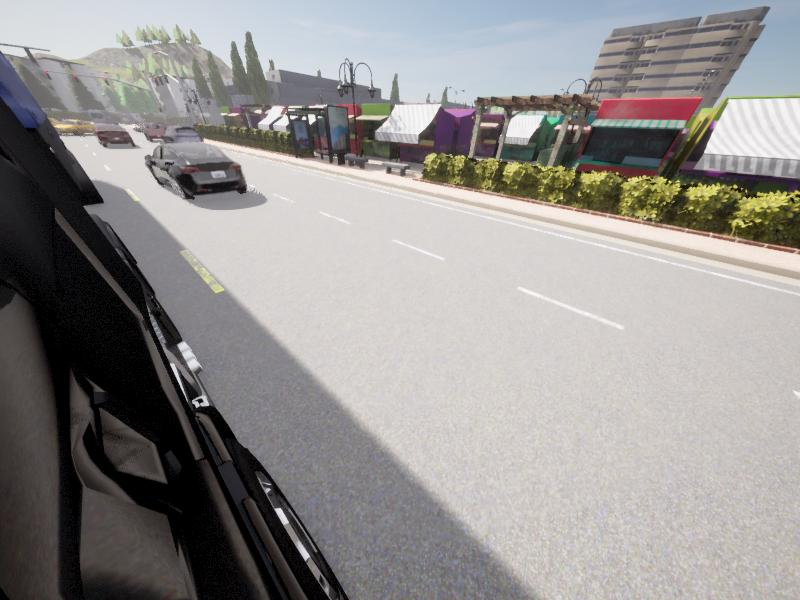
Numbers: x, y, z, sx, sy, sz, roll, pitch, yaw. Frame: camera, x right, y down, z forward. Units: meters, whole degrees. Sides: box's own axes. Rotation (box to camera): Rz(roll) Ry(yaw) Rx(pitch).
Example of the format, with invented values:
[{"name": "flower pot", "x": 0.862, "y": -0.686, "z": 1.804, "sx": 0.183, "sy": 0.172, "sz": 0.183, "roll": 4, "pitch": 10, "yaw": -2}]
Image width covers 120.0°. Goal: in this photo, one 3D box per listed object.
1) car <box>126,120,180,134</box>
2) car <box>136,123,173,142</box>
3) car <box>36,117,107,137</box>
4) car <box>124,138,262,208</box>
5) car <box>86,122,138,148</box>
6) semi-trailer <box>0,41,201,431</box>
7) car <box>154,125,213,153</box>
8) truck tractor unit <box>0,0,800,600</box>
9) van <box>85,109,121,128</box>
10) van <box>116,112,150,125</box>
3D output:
[{"name": "car", "x": -36.369, "y": -25.524, "z": 34.196, "sx": 2.163, "sy": 1.488, "sz": 4.792, "roll": 19, "pitch": 40, "yaw": 20}, {"name": "car", "x": -25.603, "y": -17.493, "z": 24.111, "sx": 3.633, "sy": 1.501, "sz": 1.845, "roll": 31, "pitch": 45, "yaw": 33}, {"name": "car", "x": -36.803, "y": -19.595, "z": 26.164, "sx": 1.801, "sy": 1.575, "sz": 5.366, "roll": -7, "pitch": 38, "yaw": -13}, {"name": "car", "x": -7.500, "y": -4.822, "z": 8.373, "sx": 4.792, "sy": 1.488, "sz": 2.163, "roll": 27, "pitch": 43, "yaw": 29}, {"name": "car", "x": -24.004, "y": -13.767, "z": 19.228, "sx": 5.008, "sy": 1.535, "sz": 1.882, "roll": 29, "pitch": 44, "yaw": 30}, {"name": "semi-trailer", "x": -8.682, "y": -3.619, "z": 4.239, "sx": 14.254, "sy": 4.402, "sz": 2.717, "roll": 28, "pitch": 44, "yaw": 30}, {"name": "car", "x": -17.312, "y": -12.907, "z": 18.422, "sx": 4.856, "sy": 1.649, "sz": 2.033, "roll": 28, "pitch": 44, "yaw": 31}, {"name": "truck tractor unit", "x": -2.645, "y": -0.295, "z": 0.352, "sx": 6.516, "sy": 4.208, "sz": 3.053, "roll": 28, "pitch": 44, "yaw": 30}, {"name": "van", "x": -56.856, "y": -34.814, "z": 44.386, "sx": 1.988, "sy": 2.561, "sz": 5.915, "roll": -18, "pitch": 42, "yaw": -25}, {"name": "van", "x": -70.423, "y": -47.922, "z": 61.156, "sx": 2.351, "sy": 2.431, "sz": 6.366, "roll": -3, "pitch": 37, "yaw": -8}]
